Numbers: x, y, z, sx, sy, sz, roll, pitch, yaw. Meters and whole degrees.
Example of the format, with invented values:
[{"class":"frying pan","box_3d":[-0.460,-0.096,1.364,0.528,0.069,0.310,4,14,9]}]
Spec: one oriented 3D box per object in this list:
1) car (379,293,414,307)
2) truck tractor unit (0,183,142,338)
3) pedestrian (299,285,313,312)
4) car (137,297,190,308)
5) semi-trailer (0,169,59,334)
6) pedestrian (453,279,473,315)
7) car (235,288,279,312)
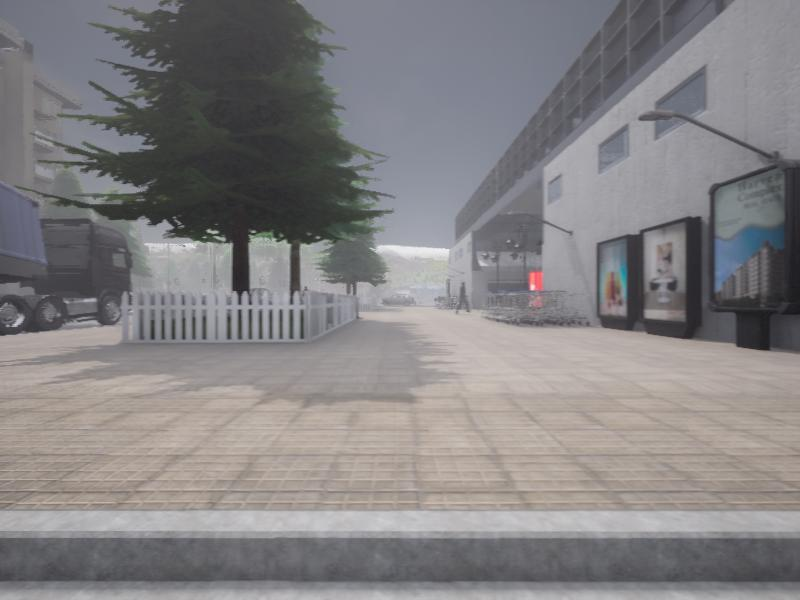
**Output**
[{"class":"car","box_3d":[-0.445,0.028,53.766,4.605,1.855,1.932,0,0,-1]},{"class":"truck tractor unit","box_3d":[-12.477,-1.092,13.827,3.053,4.208,6.516,0,0,-2]},{"class":"pedestrian","box_3d":[-6.485,-0.110,27.634,0.751,1.860,0.751,0,0,4]},{"class":"car","box_3d":[-29.368,0.317,49.805,5.357,1.411,2.033,0,0,-1]},{"class":"semi-trailer","box_3d":[-10.011,-1.267,6.426,2.717,4.402,14.254,-7,2,-25]},{"class":"pedestrian","box_3d":[3.402,-0.154,21.554,0.751,1.860,0.751,0,0,41]},{"class":"car","box_3d":[-13.017,-0.012,36.833,2.150,2.045,5.566,0,0,-2]}]
